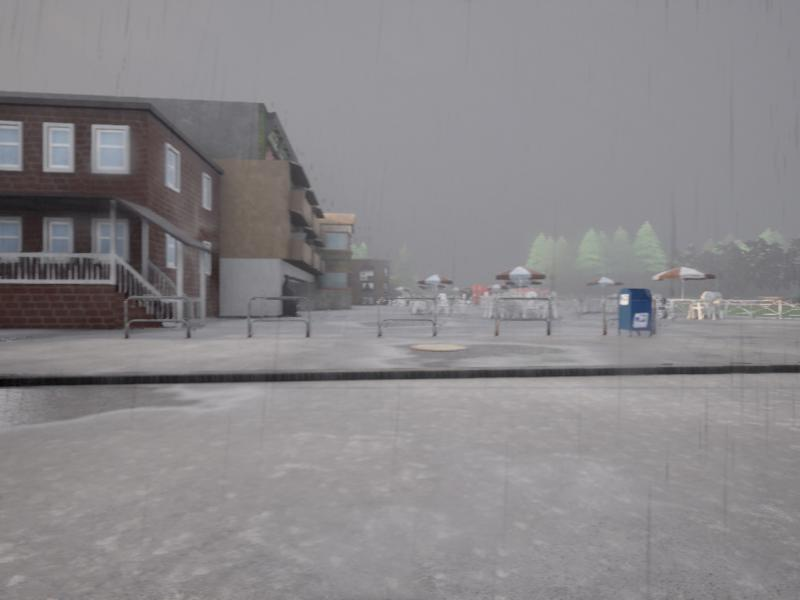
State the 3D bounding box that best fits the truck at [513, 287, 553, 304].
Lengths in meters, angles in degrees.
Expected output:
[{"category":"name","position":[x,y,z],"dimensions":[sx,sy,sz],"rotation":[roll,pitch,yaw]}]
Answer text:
[{"category":"truck","position":[30.700,-1.069,92.514],"dimensions":[8.468,3.827,2.891],"rotation":[0,0,-5]}]
